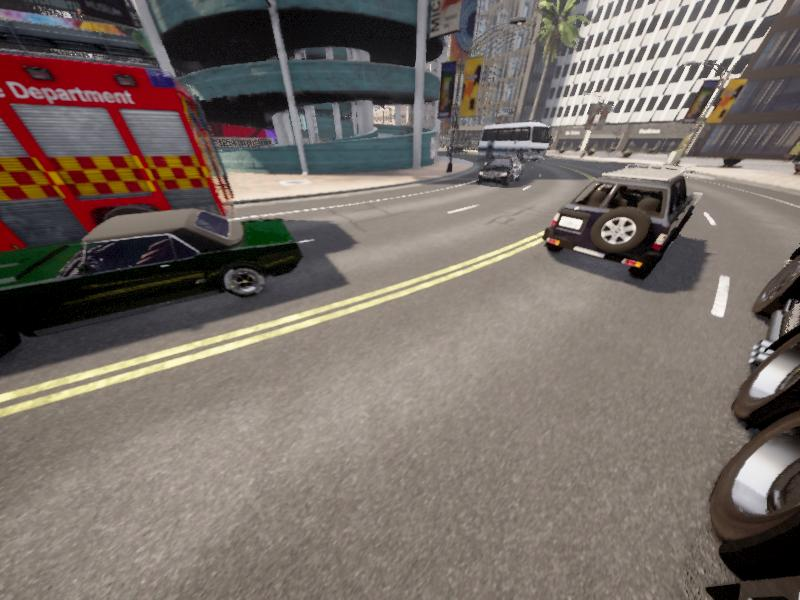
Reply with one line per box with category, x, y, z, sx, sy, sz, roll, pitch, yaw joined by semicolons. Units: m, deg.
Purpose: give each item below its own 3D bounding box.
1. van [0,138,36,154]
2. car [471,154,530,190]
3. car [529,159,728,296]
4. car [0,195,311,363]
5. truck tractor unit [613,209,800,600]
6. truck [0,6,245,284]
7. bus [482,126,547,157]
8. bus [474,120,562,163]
van;-74.657;-29.519;44.198;2.351;2.431;6.366;-17;38;-23
car;6.625;-8.449;14.974;2.038;1.542;4.974;21;40;28
car;5.403;-2.084;5.442;4.605;1.855;1.932;-25;42;-31
car;-4.235;-0.628;3.789;4.718;1.301;1.895;-18;39;-25
truck tractor unit;5.015;-0.384;0.914;6.516;4.208;3.053;-22;41;-28
truck;-8.490;-2.575;4.357;8.468;3.827;2.891;-18;38;-24
bus;20.768;-29.487;43.131;3.944;4.253;10.273;-11;36;-19
bus;15.723;-22.041;32.328;3.944;4.253;10.273;-12;36;-20
